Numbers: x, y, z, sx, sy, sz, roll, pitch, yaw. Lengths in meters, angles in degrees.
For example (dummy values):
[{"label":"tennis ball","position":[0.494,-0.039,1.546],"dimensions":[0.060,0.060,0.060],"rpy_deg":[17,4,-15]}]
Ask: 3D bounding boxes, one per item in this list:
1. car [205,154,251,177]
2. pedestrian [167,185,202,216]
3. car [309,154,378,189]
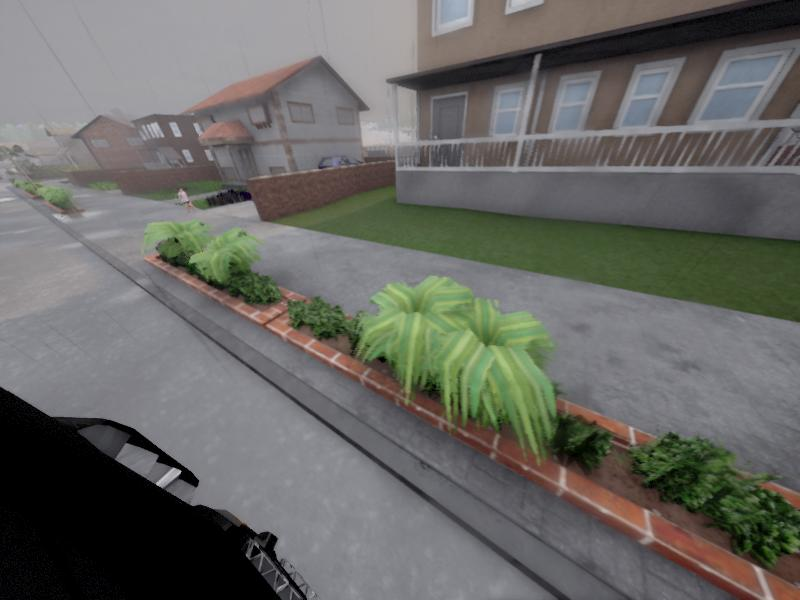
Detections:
[{"label":"car","position":[-18.068,-14.142,24.263],"dimensions":[3.866,1.878,1.905],"rpy_deg":[17,39,28]},{"label":"pedestrian","position":[-8.928,-4.130,9.602],"dimensions":[0.500,1.100,0.500],"rpy_deg":[11,36,20]},{"label":"car","position":[-3.253,-7.874,13.999],"dimensions":[1.845,1.501,3.633],"rpy_deg":[17,39,28]}]
